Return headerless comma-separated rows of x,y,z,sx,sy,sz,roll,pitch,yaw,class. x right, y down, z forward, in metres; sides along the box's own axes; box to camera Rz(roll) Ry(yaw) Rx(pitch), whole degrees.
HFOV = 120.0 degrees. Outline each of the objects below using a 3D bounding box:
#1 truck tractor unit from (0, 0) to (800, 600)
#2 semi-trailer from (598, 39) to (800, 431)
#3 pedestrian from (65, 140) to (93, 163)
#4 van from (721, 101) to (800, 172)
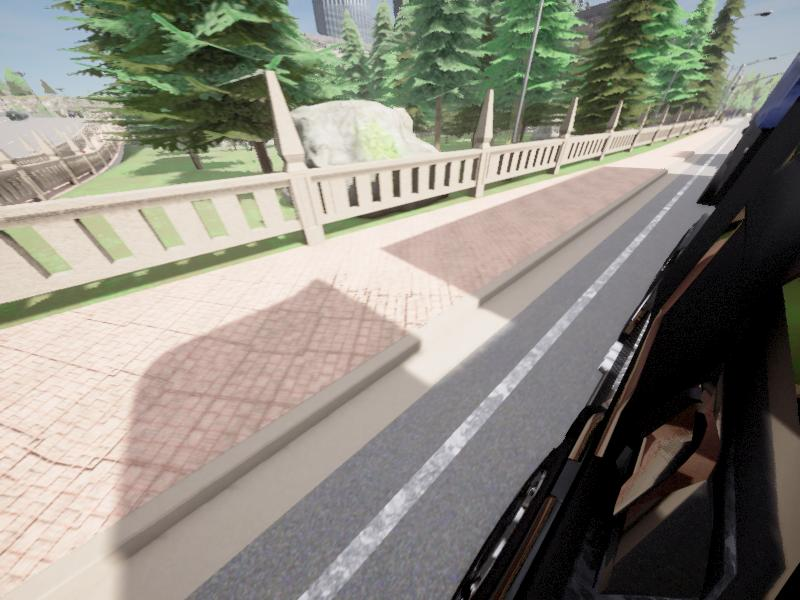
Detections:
2.645,-0.295,0.351,6.516,4.208,3.053,-28,44,-30,truck tractor unit
8.694,-3.606,4.237,14.254,4.402,2.717,-28,43,-30,semi-trailer
-32.824,-15.194,23.650,0.751,1.860,0.751,-28,43,-30,pedestrian
18.987,-8.278,11.514,6.366,2.431,2.351,-28,43,-30,van
